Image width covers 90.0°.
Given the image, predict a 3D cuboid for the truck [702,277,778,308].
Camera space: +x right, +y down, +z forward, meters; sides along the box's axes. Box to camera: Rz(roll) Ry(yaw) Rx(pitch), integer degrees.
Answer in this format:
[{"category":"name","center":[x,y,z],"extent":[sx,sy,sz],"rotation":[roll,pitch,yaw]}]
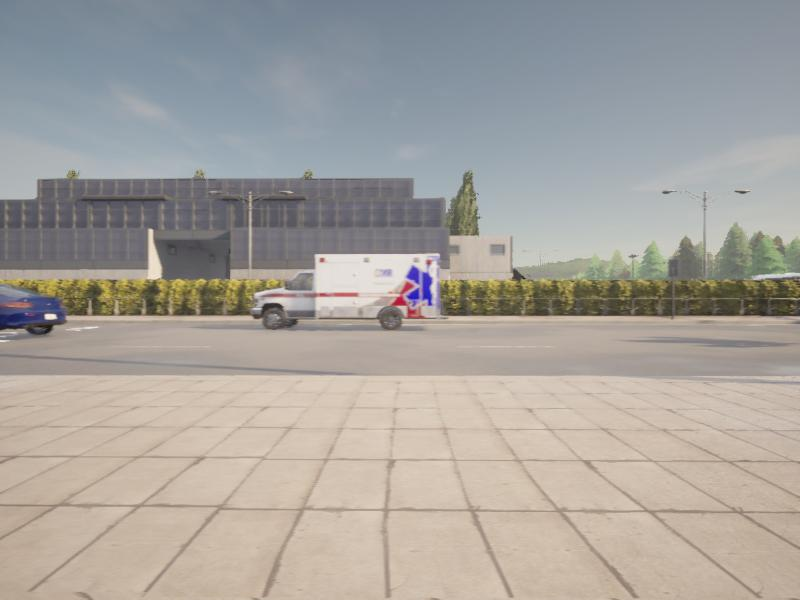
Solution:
[{"category":"truck","center":[44.405,-0.906,52.698],"extent":[2.891,3.827,8.468],"rotation":[0,0,1]}]

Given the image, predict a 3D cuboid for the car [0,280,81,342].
[{"category":"car","center":[-11.202,0.266,10.218],"extent":[4.674,1.442,1.812],"rotation":[0,0,0]}]

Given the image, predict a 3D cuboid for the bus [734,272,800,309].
[{"category":"bus","center":[47.745,-1.118,49.730],"extent":[3.944,4.253,10.273],"rotation":[0,0,1]}]

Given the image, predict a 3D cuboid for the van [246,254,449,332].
[{"category":"van","center":[-1.648,-0.223,13.706],"extent":[6.366,2.431,2.351],"rotation":[0,0,0]}]
